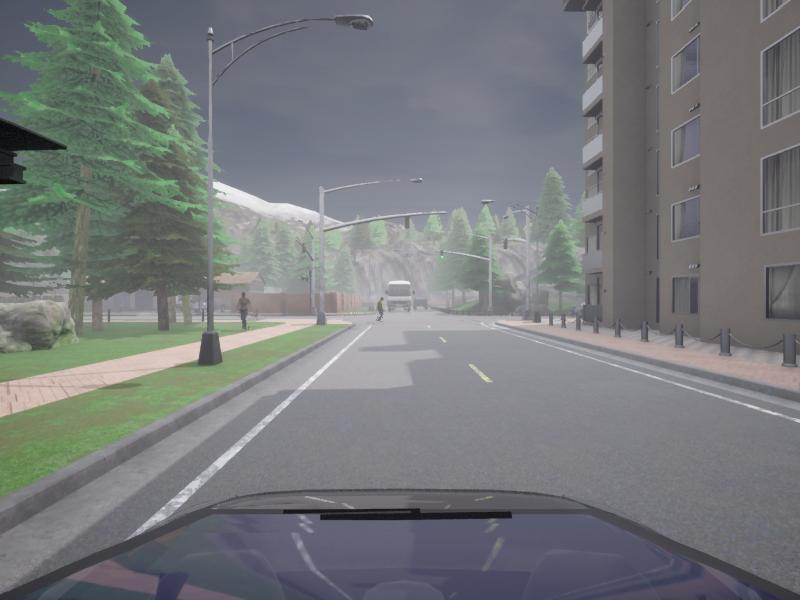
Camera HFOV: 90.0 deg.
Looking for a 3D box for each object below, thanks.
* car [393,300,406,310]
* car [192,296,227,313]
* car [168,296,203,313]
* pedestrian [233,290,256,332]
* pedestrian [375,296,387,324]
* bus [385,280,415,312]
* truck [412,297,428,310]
[{"bbox_3d":[-0.099,0.836,66.876,2.128,1.511,4.902,0,0,0],"label":"car"},{"bbox_3d":[-21.587,0.503,45.523,1.932,1.855,4.605,0,0,-1],"label":"car"},{"bbox_3d":[-24.091,0.505,45.073,1.905,1.878,3.866,0,0,-1],"label":"car"},{"bbox_3d":[-6.955,0.485,17.902,0.751,1.860,0.751,0,0,-3],"label":"pedestrian"},{"bbox_3d":[-1.283,0.637,26.973,0.751,1.860,0.751,0,0,1],"label":"pedestrian"},{"bbox_3d":[0.035,-0.534,57.845,3.944,4.253,10.273,0,0,0],"label":"bus"},{"bbox_3d":[3.398,0.542,68.810,2.390,2.098,6.274,0,0,0],"label":"truck"}]
